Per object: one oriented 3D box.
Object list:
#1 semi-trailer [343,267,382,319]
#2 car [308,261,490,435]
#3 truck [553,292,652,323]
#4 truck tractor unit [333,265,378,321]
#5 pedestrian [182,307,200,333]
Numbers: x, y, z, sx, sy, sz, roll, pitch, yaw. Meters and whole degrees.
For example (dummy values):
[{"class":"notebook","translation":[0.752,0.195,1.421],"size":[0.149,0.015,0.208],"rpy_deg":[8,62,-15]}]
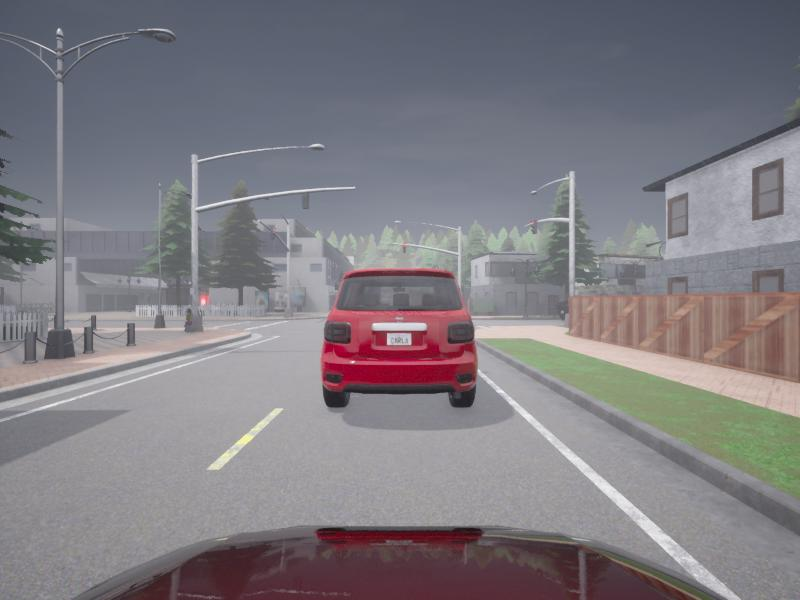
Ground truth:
[{"class":"semi-trailer","translation":[-3.555,-0.618,41.408],"size":[2.717,4.402,14.254],"rpy_deg":[0,0,0]},{"class":"car","translation":[-0.013,0.568,7.496],"size":[2.150,2.045,5.566],"rpy_deg":[0,0,0]},{"class":"truck","translation":[14.789,0.523,29.358],"size":[6.274,2.098,2.390],"rpy_deg":[0,0,-9]},{"class":"truck tractor unit","translation":[-3.545,-0.522,33.494],"size":[3.053,4.208,6.516],"rpy_deg":[0,0,0]},{"class":"pedestrian","translation":[-9.003,0.867,17.241],"size":[0.500,1.100,0.500],"rpy_deg":[0,0,-5]}]
